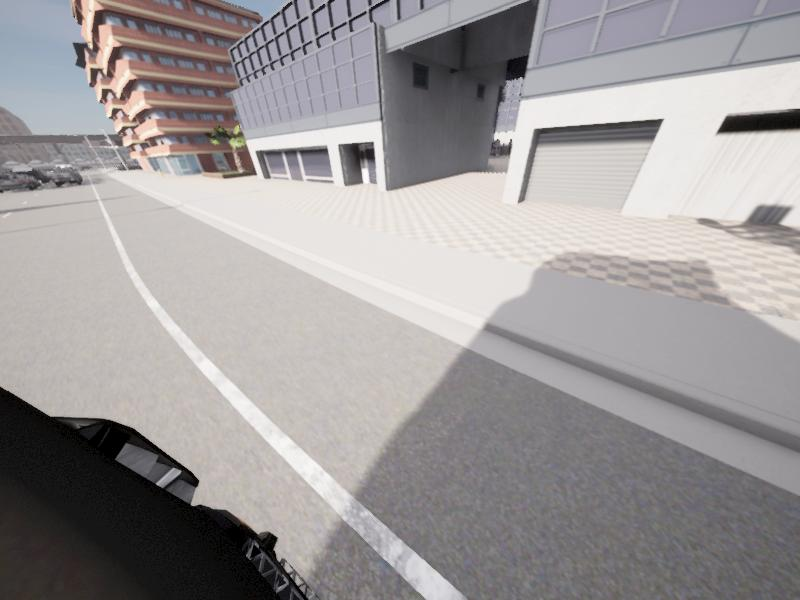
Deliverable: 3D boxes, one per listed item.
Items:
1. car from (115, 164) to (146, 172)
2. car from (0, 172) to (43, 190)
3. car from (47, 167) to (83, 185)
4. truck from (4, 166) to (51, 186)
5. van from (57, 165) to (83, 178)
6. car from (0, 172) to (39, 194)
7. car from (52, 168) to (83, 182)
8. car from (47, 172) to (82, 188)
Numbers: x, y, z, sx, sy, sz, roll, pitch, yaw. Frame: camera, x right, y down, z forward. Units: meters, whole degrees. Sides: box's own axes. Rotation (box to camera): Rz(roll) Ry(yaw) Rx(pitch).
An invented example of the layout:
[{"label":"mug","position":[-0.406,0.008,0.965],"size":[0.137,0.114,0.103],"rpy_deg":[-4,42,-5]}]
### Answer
[{"label":"car","position":[-70.263,-34.506,60.213],"size":[2.128,1.511,4.902],"rpy_deg":[23,41,33]},{"label":"car","position":[-46.142,-14.624,28.229],"size":[4.974,1.542,2.038],"rpy_deg":[23,41,34]},{"label":"car","position":[-45.295,-16.893,31.355],"size":[4.553,1.767,2.097],"rpy_deg":[23,42,34]},{"label":"truck","position":[-52.837,-17.737,32.935],"size":[6.274,2.098,2.390],"rpy_deg":[23,42,34]},{"label":"van","position":[-63.501,-24.809,44.470],"size":[4.480,2.038,2.069],"rpy_deg":[23,42,34]},{"label":"car","position":[-40.946,-12.444,24.409],"size":[4.611,1.667,2.242],"rpy_deg":[23,41,34]},{"label":"car","position":[-51.408,-19.452,35.849],"size":[5.027,1.651,2.152],"rpy_deg":[23,42,34]},{"label":"car","position":[-40.015,-14.417,27.661],"size":[4.718,1.301,1.895],"rpy_deg":[23,41,34]}]
